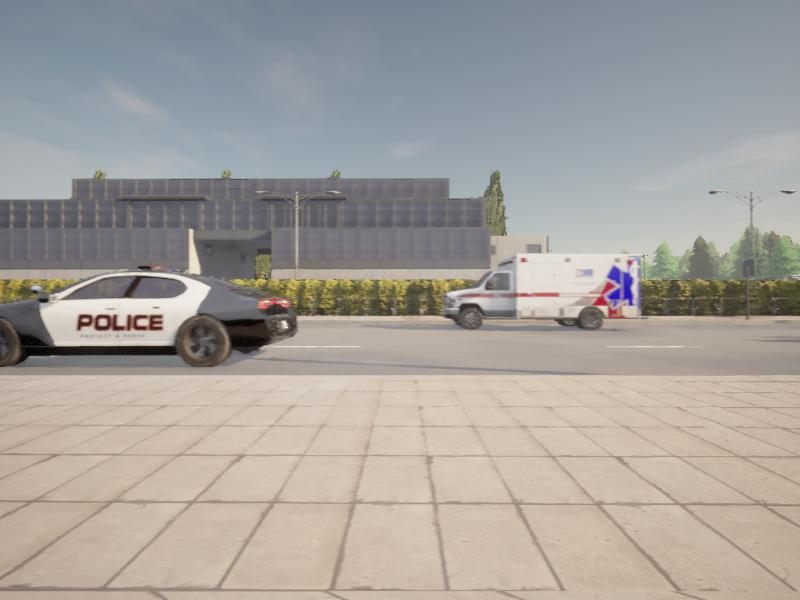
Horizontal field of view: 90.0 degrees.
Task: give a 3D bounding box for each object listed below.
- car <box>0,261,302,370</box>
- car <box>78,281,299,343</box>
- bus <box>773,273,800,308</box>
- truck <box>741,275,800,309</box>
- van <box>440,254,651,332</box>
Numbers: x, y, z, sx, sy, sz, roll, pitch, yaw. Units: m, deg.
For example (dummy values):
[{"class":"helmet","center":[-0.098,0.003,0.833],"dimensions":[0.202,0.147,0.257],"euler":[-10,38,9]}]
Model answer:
[{"class":"car","center":[-4.387,0.225,6.701],"dimensions":[4.974,1.542,2.038],"euler":[0,0,0]},{"class":"car","center":[-5.141,0.269,10.200],"dimensions":[4.674,1.442,1.812],"euler":[0,0,0]},{"class":"bus","center":[50.813,-1.135,47.230],"dimensions":[3.944,4.253,10.273],"euler":[0,0,1]},{"class":"truck","center":[47.462,-0.918,49.766],"dimensions":[2.891,3.827,8.468],"euler":[0,0,1]},{"class":"van","center":[4.679,-0.222,13.712],"dimensions":[6.366,2.431,2.351],"euler":[0,0,0]}]
